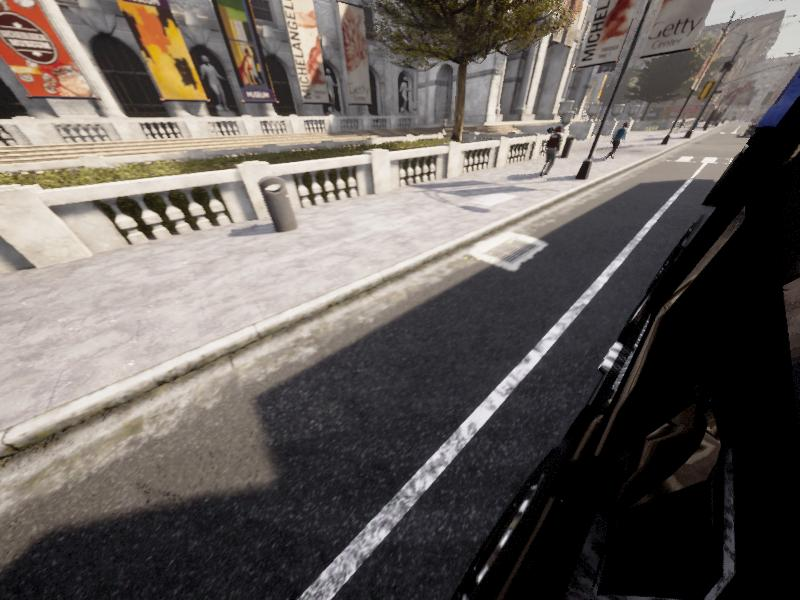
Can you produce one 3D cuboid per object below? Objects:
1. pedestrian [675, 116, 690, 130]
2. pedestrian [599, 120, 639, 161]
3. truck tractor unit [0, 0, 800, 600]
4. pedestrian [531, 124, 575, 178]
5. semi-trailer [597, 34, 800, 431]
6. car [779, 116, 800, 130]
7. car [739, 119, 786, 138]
[{"bbox_3d":[47.337,-29.635,38.707,0.751,1.860,0.751,-28,44,-30],"label":"pedestrian"},{"bbox_3d":[12.410,-9.050,13.170,0.751,1.860,0.751,-16,39,-18],"label":"pedestrian"},{"bbox_3d":[2.645,-0.295,0.351,6.516,4.208,3.053,-28,44,-30],"label":"truck tractor unit"},{"bbox_3d":[6.481,-6.327,9.863,0.751,1.860,0.751,-16,39,-18],"label":"pedestrian"},{"bbox_3d":[8.764,-3.543,4.187,14.254,4.402,2.717,-27,43,-29],"label":"semi-trailer"},{"bbox_3d":[58.109,-26.014,33.864,5.008,1.535,1.882,-28,44,-31],"label":"car"},{"bbox_3d":[38.852,-18.473,24.882,4.902,1.511,2.128,-28,44,-30],"label":"car"}]
